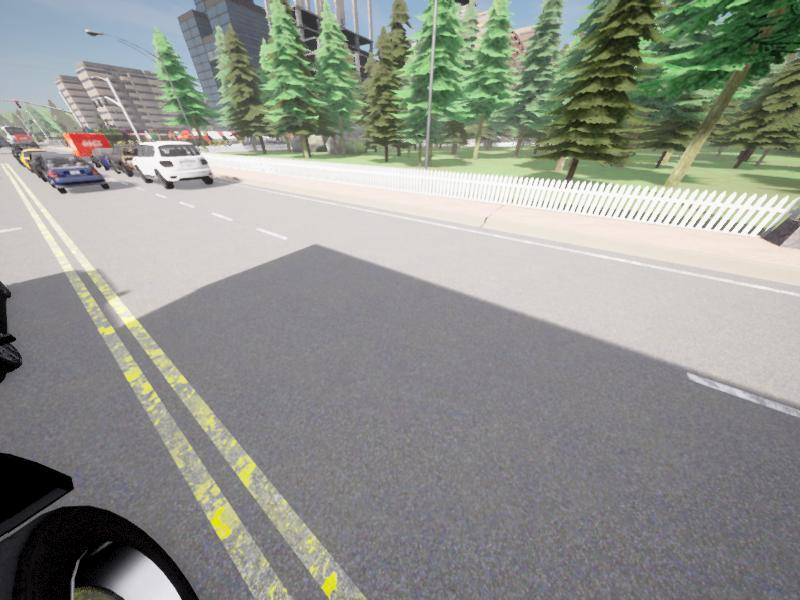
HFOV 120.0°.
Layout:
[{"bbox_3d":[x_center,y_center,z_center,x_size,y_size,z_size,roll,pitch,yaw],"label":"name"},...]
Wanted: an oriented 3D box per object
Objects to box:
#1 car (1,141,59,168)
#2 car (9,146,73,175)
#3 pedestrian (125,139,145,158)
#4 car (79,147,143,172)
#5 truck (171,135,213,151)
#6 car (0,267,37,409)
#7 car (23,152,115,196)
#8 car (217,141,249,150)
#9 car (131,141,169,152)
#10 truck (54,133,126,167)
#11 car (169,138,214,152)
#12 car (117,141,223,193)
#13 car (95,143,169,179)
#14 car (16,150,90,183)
[{"bbox_3d":[-33.443,-13.237,20.897,4.605,1.855,1.932,22,40,27],"label":"car"},{"bbox_3d":[-27.627,-10.810,17.744,5.366,1.575,1.801,22,40,27],"label":"car"},{"bbox_3d":[-31.209,-17.892,27.233,0.751,1.860,0.751,22,41,28],"label":"pedestrian"},{"bbox_3d":[-24.111,-11.817,19.281,4.792,1.488,2.163,22,40,27],"label":"car"},{"bbox_3d":[-41.363,-31.416,46.170,2.627,2.467,5.204,20,40,26],"label":"truck"},{"bbox_3d":[-6.037,0.226,2.305,3.806,1.475,1.970,22,40,28],"label":"car"},{"bbox_3d":[-16.642,-6.450,11.638,3.705,1.549,1.789,22,40,27],"label":"car"},{"bbox_3d":[-35.228,-32.768,48.933,2.038,1.542,4.974,21,40,26],"label":"car"},{"bbox_3d":[-45.114,-27.819,41.778,1.851,1.617,3.988,22,41,28],"label":"car"},{"bbox_3d":[-29.375,-14.307,21.928,5.204,2.467,2.627,22,40,27],"label":"truck"},{"bbox_3d":[-39.275,-29.388,43.661,2.150,2.045,5.566,21,40,26],"label":"car"},{"bbox_3d":[-12.730,-7.541,12.783,5.566,2.045,2.150,22,40,27],"label":"car"},{"bbox_3d":[-18.717,-9.844,16.165,4.605,1.855,1.932,22,40,27],"label":"car"},{"bbox_3d":[-21.862,-8.483,14.563,4.193,1.474,1.816,22,40,27],"label":"car"}]
